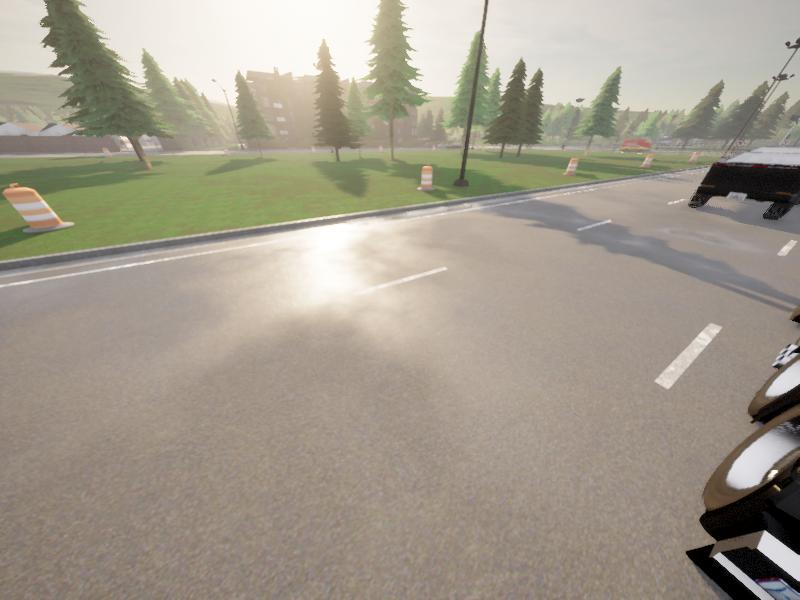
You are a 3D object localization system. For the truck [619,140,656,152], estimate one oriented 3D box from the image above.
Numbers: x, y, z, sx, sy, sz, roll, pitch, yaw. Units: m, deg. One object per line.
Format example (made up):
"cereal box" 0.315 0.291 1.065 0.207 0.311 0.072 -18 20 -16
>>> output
"truck" 57.708 -37.535 56.227 2.627 2.467 5.204 -18 39 -24

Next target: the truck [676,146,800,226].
"truck" 14.460 -4.785 9.155 6.274 2.098 2.390 -18 39 -24

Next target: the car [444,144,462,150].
"car" 14.680 -42.735 64.379 4.718 1.301 1.895 -18 39 -24

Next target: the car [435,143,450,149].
"car" 12.157 -44.331 66.423 3.633 1.501 1.845 -18 39 -24

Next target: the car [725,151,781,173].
"car" 32.410 -12.688 21.199 4.193 1.474 1.816 -18 39 -24

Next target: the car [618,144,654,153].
"car" 55.253 -35.577 54.209 1.801 1.575 5.366 -18 39 -24

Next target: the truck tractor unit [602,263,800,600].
"truck tractor unit" 5.105 -0.308 0.778 6.516 4.208 3.053 -19 39 -24
